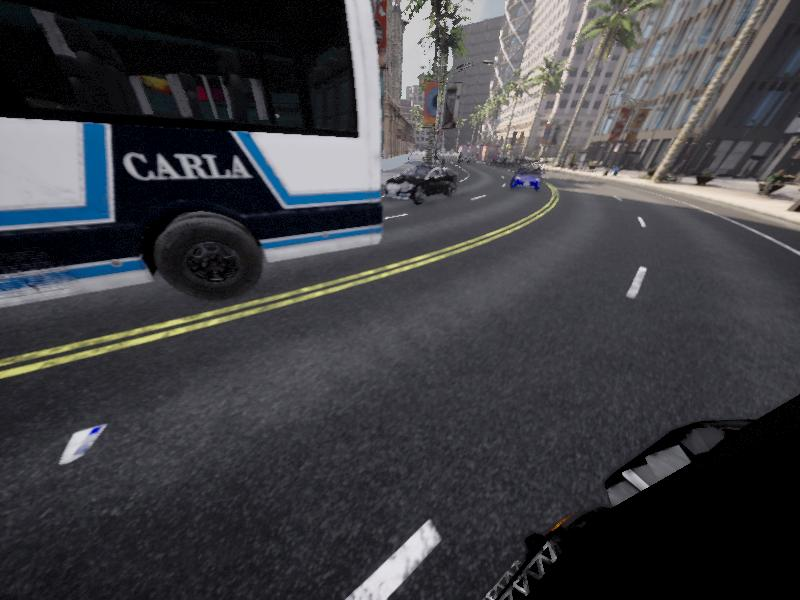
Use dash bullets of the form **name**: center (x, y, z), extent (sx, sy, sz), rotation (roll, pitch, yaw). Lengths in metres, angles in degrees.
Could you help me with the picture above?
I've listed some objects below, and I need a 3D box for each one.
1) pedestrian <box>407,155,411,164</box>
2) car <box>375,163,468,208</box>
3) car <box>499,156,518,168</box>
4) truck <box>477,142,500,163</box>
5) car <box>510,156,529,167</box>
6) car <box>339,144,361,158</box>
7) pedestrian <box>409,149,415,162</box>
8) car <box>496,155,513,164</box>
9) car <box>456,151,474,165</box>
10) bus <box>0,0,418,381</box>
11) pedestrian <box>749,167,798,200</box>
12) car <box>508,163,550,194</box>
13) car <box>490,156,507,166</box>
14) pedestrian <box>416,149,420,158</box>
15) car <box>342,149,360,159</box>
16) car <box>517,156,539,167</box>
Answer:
- **pedestrian**: center (1.284, -20.719, 34.057), extent (0.500, 1.100, 0.500), rotation (6, 34, 5)
- **car**: center (1.246, -6.048, 11.822), extent (2.128, 1.511, 4.902), rotation (27, 40, 32)
- **car**: center (18.505, -23.640, 39.569), extent (1.789, 1.549, 3.705), rotation (6, 34, 4)
- **truck**: center (20.703, -34.898, 54.677), extent (2.891, 3.827, 8.468), rotation (5, 34, 4)
- **car**: center (22.613, -26.292, 43.815), extent (1.851, 1.617, 3.988), rotation (5, 34, 4)
- **car**: center (-9.279, -28.045, 43.511), extent (2.435, 2.045, 5.566), rotation (5, 34, 4)
- **pedestrian**: center (2.068, -25.021, 39.926), extent (0.751, 1.860, 0.751), rotation (5, 34, 3)
- **car**: center (23.869, -32.335, 53.126), extent (2.128, 1.511, 4.902), rotation (5, 34, 4)
- **car**: center (12.041, -26.672, 43.261), extent (2.150, 2.045, 5.566), rotation (5, 34, 4)
- **bus**: center (-5.251, -1.855, 2.549), extent (10.273, 4.253, 3.944), rotation (-17, 39, -27)
- **pedestrian**: center (25.200, -7.905, 15.644), extent (0.751, 1.860, 0.751), rotation (22, 38, 27)
- **car**: center (9.338, -8.979, 16.796), extent (2.007, 1.525, 4.514), rotation (17, 36, 20)
- **car**: center (19.353, -27.554, 45.715), extent (1.994, 1.385, 4.181), rotation (5, 34, 4)
- **pedestrian**: center (4.408, -36.334, 57.193), extent (0.751, 1.860, 0.751), rotation (5, 34, 4)
- **car**: center (-9.287, -27.750, 43.775), extent (2.007, 1.523, 4.514), rotation (5, 34, 4)
- **car**: center (26.203, -28.500, 47.467), extent (2.231, 1.521, 4.892), rotation (5, 34, 4)
